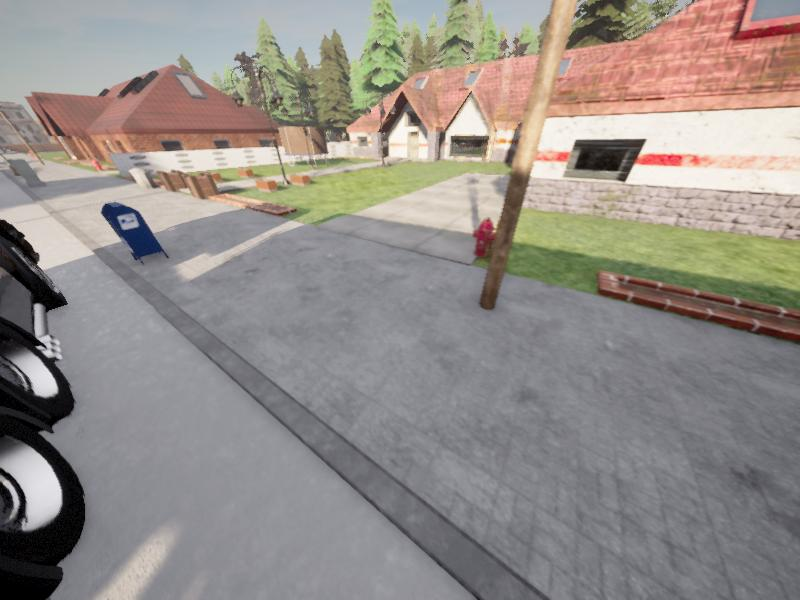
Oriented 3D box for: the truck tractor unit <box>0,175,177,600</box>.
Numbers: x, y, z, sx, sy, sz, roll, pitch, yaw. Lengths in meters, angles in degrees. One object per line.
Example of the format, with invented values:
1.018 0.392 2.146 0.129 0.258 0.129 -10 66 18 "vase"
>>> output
-4.957 -0.432 0.961 6.516 4.208 3.053 25 43 31 "truck tractor unit"
